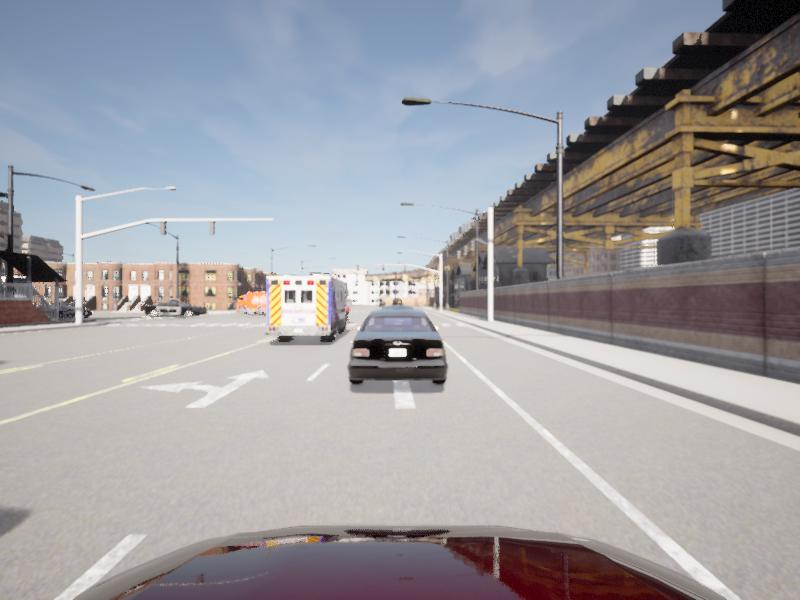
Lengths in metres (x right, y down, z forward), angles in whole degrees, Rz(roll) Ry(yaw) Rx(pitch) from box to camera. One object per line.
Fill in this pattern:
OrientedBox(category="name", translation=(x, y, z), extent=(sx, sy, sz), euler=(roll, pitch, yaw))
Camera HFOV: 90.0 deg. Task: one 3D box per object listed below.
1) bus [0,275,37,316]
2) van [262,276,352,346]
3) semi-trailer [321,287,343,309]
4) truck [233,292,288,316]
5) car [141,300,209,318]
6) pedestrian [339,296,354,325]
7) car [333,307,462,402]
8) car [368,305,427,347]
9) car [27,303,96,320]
OrientedBox(category="bus", translation=(-47.013, -0.469, 44.134), extent=(10.273, 4.253, 3.944), euler=(0, 0, 0))
OrientedBox(category="van", translation=(-3.596, 0.403, 16.999), extent=(2.351, 2.431, 6.366), euler=(0, 0, 0))
OrientedBox(category="semi-trailer", translation=(-14.592, -0.491, 86.996), extent=(2.717, 4.402, 14.254), euler=(0, 0, -1))
OrientedBox(category="truck", translation=(-14.816, 0.419, 42.435), extent=(5.204, 2.467, 2.627), euler=(0, -1, 27))
OrientedBox(category="car", translation=(-21.093, 0.827, 37.701), extent=(5.238, 1.638, 1.930), euler=(0, 0, -5))
OrientedBox(category="pedestrian", translation=(-3.540, 0.676, 26.625), extent=(0.751, 1.860, 0.751), euler=(0, 0, 15))
OrientedBox(category="car", translation=(-0.049, 0.908, 8.994), extent=(2.033, 1.411, 5.357), euler=(0, 0, 0))
OrientedBox(category="car", translation=(-0.094, 0.919, 16.546), extent=(2.033, 1.411, 5.357), euler=(0, 0, 0))
OrientedBox(category="car", translation=(-28.546, 0.958, 33.850), extent=(4.181, 1.385, 1.994), euler=(0, 0, 0))
